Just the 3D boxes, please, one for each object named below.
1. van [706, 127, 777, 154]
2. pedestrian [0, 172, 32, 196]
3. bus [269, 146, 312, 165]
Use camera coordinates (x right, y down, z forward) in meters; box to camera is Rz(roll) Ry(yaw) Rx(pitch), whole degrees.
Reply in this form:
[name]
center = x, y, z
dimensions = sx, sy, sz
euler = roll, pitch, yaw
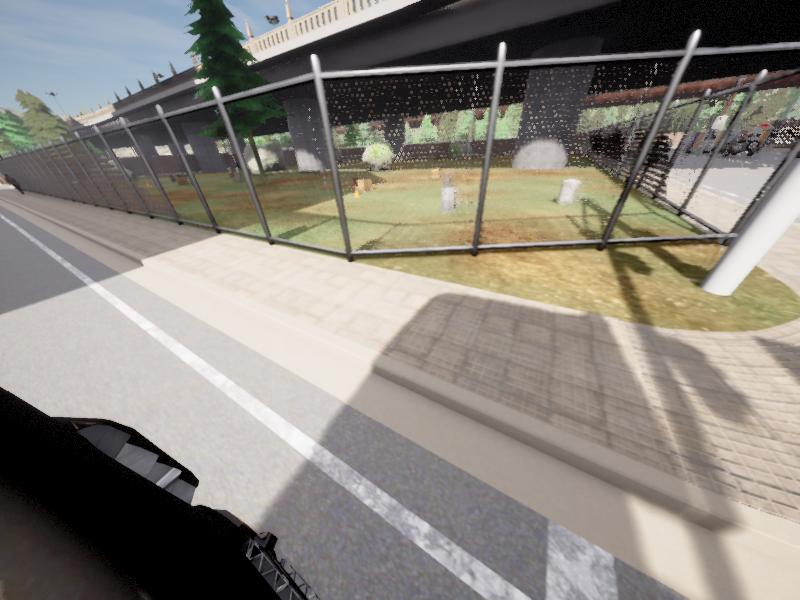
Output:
[van]
center = 42.171, -19.936, 28.886
dimensions = 2.351, 2.431, 6.366
euler = 15, 37, 26
[pedestrian]
center = -35.912, -10.807, 21.558
dimensions = 0.751, 1.860, 0.751
euler = 15, 37, 25
[bus]
center = -33.548, -44.547, 71.240
dimensions = 10.273, 4.253, 3.944
euler = -29, 41, -34
